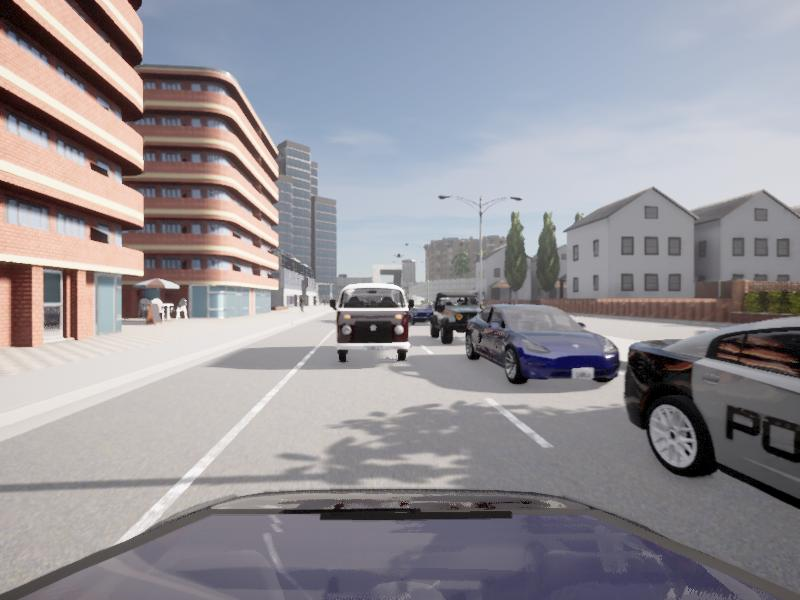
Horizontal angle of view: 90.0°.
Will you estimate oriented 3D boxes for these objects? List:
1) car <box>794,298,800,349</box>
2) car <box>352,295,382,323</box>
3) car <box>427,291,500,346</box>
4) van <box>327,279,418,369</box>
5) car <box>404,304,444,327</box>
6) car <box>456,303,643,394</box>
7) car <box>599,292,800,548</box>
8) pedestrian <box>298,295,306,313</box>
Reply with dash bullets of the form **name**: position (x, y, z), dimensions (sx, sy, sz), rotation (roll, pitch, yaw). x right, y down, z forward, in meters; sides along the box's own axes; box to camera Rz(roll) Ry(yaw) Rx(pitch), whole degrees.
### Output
- **car**: position (14.296, 0.761, 10.797), dimensions (2.152, 1.651, 5.027), rotation (0, 0, -5)
- **car**: position (-2.381, 0.612, 28.572), dimensions (1.932, 1.855, 4.605), rotation (0, 0, -6)
- **car**: position (2.318, 0.622, 15.540), dimensions (1.905, 1.878, 3.866), rotation (0, 0, -5)
- **van**: position (-0.815, 0.557, 11.330), dimensions (2.069, 2.038, 4.480), rotation (0, 0, -5)
- **car**: position (1.419, 0.906, 25.451), dimensions (1.895, 1.301, 4.718), rotation (0, 0, -5)
- **car**: position (2.895, 0.836, 9.191), dimensions (2.163, 1.488, 4.792), rotation (0, 0, -5)
- **car**: position (3.561, 0.766, 2.202), dimensions (1.930, 1.638, 5.238), rotation (0, 0, -6)
- **pedestrian**: position (-10.159, 0.425, 41.543), dimensions (0.751, 1.860, 0.751), rotation (0, 0, -7)
